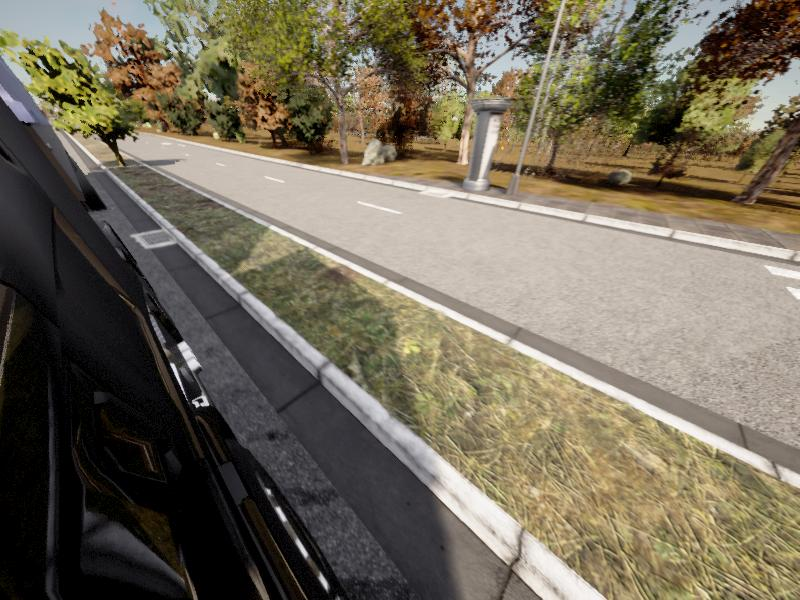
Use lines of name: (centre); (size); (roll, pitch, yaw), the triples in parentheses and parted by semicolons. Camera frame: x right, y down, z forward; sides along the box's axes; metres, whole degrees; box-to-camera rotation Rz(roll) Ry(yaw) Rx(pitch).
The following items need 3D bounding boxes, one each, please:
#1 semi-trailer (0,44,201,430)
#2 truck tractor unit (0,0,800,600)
semi-trailer: (-8.732, -3.497, 4.317); (14.254, 4.402, 2.717); (27, 43, 31)
truck tractor unit: (-2.645, -0.295, 0.352); (6.516, 4.208, 3.053); (28, 44, 30)
